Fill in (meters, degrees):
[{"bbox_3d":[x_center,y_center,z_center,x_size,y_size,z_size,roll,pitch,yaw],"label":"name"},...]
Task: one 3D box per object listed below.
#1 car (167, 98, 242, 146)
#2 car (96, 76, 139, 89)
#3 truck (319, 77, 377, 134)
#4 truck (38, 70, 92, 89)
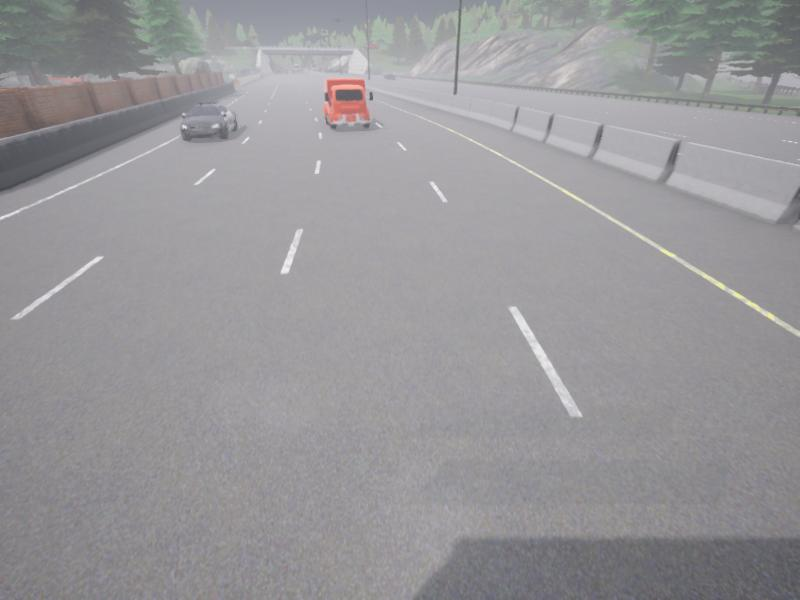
[{"bbox_3d":[-9.435,-8.919,19.799,2.038,1.542,4.974,-6,31,-9],"label":"car"},{"bbox_3d":[-43.992,-34.028,62.486,4.856,1.649,2.033,-7,31,-11],"label":"car"},{"bbox_3d":[-3.047,-11.123,22.595,2.627,2.467,5.204,-6,31,-10],"label":"truck"},{"bbox_3d":[-50.818,-33.563,60.907,5.204,2.467,2.627,-7,31,-11],"label":"truck"}]
